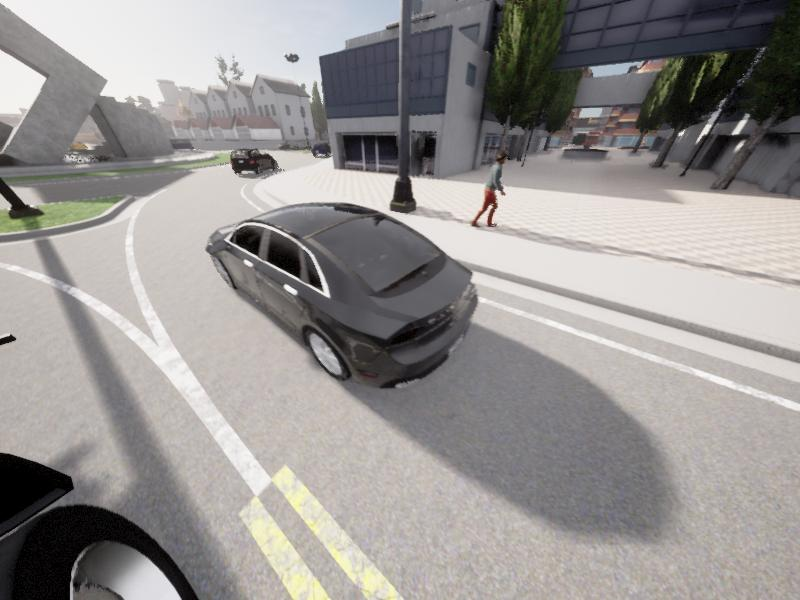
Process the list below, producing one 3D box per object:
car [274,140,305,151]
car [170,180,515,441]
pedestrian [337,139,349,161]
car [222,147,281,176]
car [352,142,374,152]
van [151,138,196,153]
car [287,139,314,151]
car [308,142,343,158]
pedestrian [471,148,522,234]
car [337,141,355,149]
[{"bbox_3d":[-21.689,-30.485,45.506,4.611,1.667,2.242,-28,44,-34],"label":"car"},{"bbox_3d":[-1.279,-0.641,3.510,4.892,1.490,1.837,26,42,31],"label":"car"},{"bbox_3d":[-5.928,-15.568,24.014,0.751,1.860,0.751,12,37,16],"label":"pedestrian"},{"bbox_3d":[-10.698,-10.280,17.046,1.789,1.549,3.705,1,35,0],"label":"car"},{"bbox_3d":[-6.942,-29.062,43.874,1.994,1.385,4.181,20,39,25],"label":"car"},{"bbox_3d":[-36.222,-24.855,37.126,4.442,1.987,1.775,-6,36,-10],"label":"van"},{"bbox_3d":[-18.834,-29.409,43.813,3.866,1.878,1.905,-28,44,-34],"label":"car"},{"bbox_3d":[-10.180,-20.906,32.060,2.152,1.651,5.027,8,36,11],"label":"car"},{"bbox_3d":[2.402,-2.784,5.964,0.751,1.860,0.751,10,36,13],"label":"pedestrian"},{"bbox_3d":[-12.652,-36.368,54.013,1.845,1.501,3.633,22,40,27],"label":"car"}]
